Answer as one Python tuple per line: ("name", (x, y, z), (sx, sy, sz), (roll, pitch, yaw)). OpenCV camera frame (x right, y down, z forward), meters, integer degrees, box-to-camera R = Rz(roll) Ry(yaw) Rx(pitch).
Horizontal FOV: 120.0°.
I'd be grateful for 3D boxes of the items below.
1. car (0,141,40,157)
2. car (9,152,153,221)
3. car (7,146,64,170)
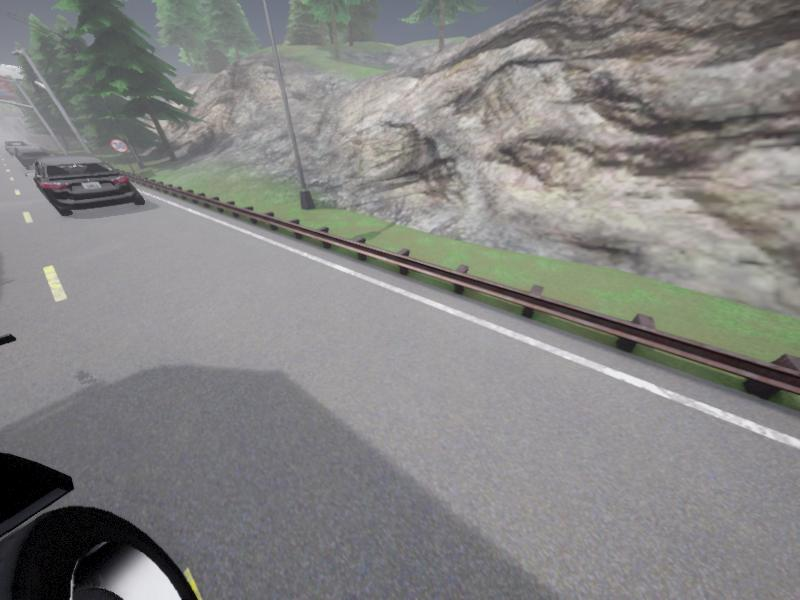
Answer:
("car", (-50.881, -20.240, 30.886), (4.611, 1.667, 2.242), (22, 41, 28))
("car", (-12.114, -4.535, 8.797), (4.611, 1.667, 2.242), (22, 41, 28))
("car", (-30.559, -11.960, 19.341), (4.892, 1.490, 1.837), (22, 41, 28))
